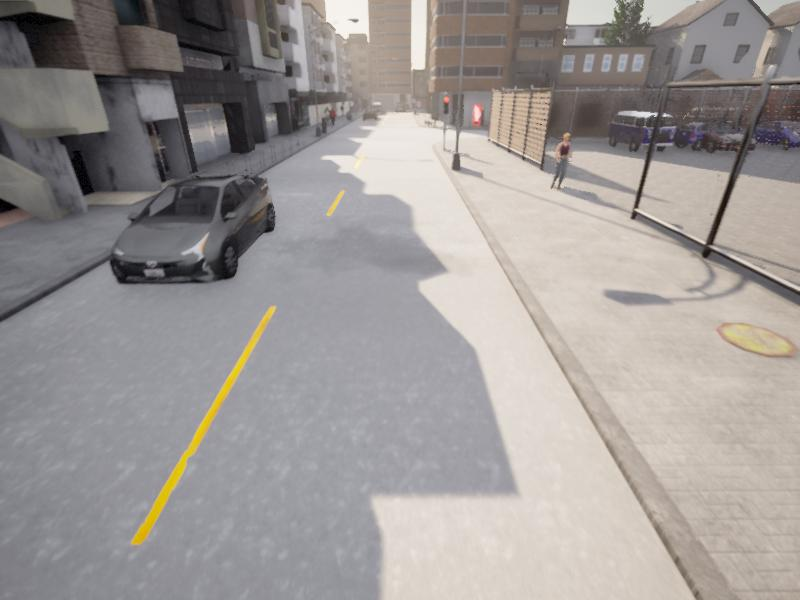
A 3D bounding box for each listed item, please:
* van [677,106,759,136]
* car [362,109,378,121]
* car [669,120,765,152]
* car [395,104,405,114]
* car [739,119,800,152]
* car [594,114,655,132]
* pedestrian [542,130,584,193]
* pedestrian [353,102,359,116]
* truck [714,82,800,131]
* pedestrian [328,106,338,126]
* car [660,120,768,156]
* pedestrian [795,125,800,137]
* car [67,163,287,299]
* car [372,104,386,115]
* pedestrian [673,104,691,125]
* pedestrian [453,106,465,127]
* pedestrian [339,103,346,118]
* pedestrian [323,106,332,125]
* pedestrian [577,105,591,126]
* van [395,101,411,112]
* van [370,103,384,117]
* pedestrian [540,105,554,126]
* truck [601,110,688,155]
[{"bbox_3d":[25.569,-14.500,32.352,4.480,2.038,2.069,0,27,0],"label":"van"},{"bbox_3d":[-3.992,-25.035,54.056,1.895,1.301,4.718,0,27,0],"label":"car"},{"bbox_3d":[18.093,-9.473,23.029,3.705,1.547,1.789,0,27,0],"label":"car"},{"bbox_3d":[0.027,-38.023,79.415,2.033,1.649,4.856,0,27,0],"label":"car"},{"bbox_3d":[22.545,-9.746,23.529,1.845,1.501,3.633,0,27,0],"label":"car"},{"bbox_3d":[20.150,-16.004,36.085,4.181,1.385,1.994,0,27,0],"label":"car"},{"bbox_3d":[5.301,-4.536,13.095,0.751,1.860,0.751,0,27,0],"label":"pedestrian"},{"bbox_3d":[-6.901,-30.115,63.091,0.751,1.860,0.751,3,27,6],"label":"pedestrian"},{"bbox_3d":[33.785,-17.163,35.487,8.468,3.827,2.891,0,27,0],"label":"truck"},{"bbox_3d":[-6.984,-19.067,41.563,0.751,1.860,0.751,1,27,3],"label":"pedestrian"},{"bbox_3d":[17.866,-9.482,23.204,2.033,1.415,5.357,0,27,0],"label":"car"},{"bbox_3d":[29.547,-12.732,28.774,0.751,1.860,0.751,5,28,10],"label":"pedestrian"},{"bbox_3d":[-4.020,-1.730,8.387,2.007,1.525,4.514,0,27,0],"label":"car"},{"bbox_3d":[-3.975,-36.403,76.429,2.242,1.667,4.611,0,27,0],"label":"car"},{"bbox_3d":[28.763,-18.908,40.820,0.751,1.860,0.751,3,27,7],"label":"pedestrian"},{"bbox_3d":[5.945,-18.478,40.239,0.751,1.860,0.751,21,34,36],"label":"pedestrian"},{"bbox_3d":[-8.392,-27.510,58.032,0.751,1.860,0.751,2,27,5],"label":"pedestrian"},{"bbox_3d":[-7.989,-20.339,44.054,0.751,1.860,0.751,-1,27,-2],"label":"pedestrian"},{"bbox_3d":[18.487,-18.580,40.285,0.751,1.860,0.751,3,27,6],"label":"pedestrian"},{"bbox_3d":[0.703,-41.946,86.679,1.775,1.987,4.442,12,30,23],"label":"van"},{"bbox_3d":[-3.982,-32.992,69.235,2.069,2.038,4.480,0,27,0],"label":"van"},{"bbox_3d":[14.834,-18.636,40.439,0.751,1.860,0.751,-5,28,-9],"label":"pedestrian"},{"bbox_3d":[13.904,-9.816,23.220,2.069,2.038,4.478,0,27,0],"label":"truck"}]
